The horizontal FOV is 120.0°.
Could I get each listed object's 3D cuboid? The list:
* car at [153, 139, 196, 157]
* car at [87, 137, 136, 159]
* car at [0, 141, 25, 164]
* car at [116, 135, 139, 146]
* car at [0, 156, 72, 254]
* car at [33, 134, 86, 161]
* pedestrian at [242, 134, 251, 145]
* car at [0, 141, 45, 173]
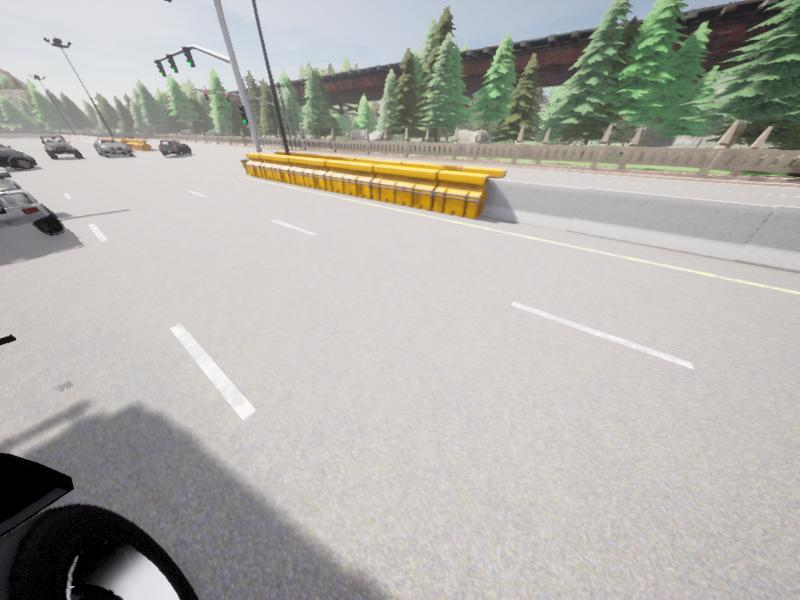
[{"bbox_3d":[-24.980,-16.939,25.742,1.845,1.501,3.633,-9,37,-14],"label":"car"},{"bbox_3d":[-30.410,-16.082,24.343,5.027,1.651,2.152,24,41,29],"label":"car"},{"bbox_3d":[-33.005,-12.053,18.858,4.181,1.385,1.994,23,41,28],"label":"car"},{"bbox_3d":[-52.970,-31.078,44.878,3.988,1.617,1.851,24,41,29],"label":"car"},{"bbox_3d":[-10.687,-2.544,5.580,4.605,1.855,1.932,21,41,25],"label":"car"},{"bbox_3d":[-31.566,-14.171,21.408,3.866,1.878,1.905,24,41,29],"label":"car"},{"bbox_3d":[-32.527,-33.973,48.863,0.751,1.860,0.751,25,42,30],"label":"pedestrian"},{"bbox_3d":[-26.248,-8.874,14.343,1.851,1.617,3.988,14,38,18],"label":"car"}]
